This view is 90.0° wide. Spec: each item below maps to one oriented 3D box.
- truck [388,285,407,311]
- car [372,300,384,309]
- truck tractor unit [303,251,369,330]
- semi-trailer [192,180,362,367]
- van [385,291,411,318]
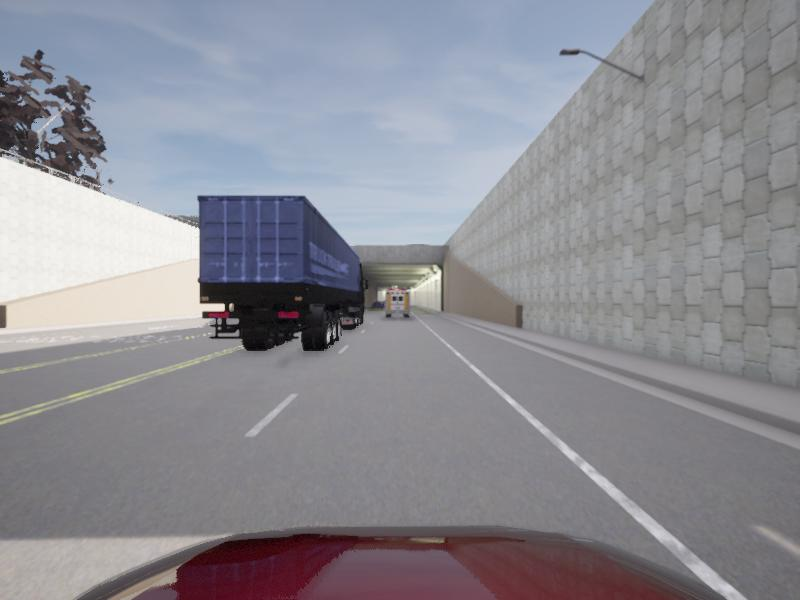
[{"bbox_3d":[-0.398,-0.308,62.747,2.891,3.827,8.468,0,0,0],"label":"truck"},{"bbox_3d":[-3.964,0.839,71.511,1.882,1.535,5.008,0,0,0],"label":"car"},{"bbox_3d":[-3.641,-0.509,24.467,3.053,4.208,6.516,0,0,0],"label":"truck tractor unit"},{"bbox_3d":[-3.580,-0.611,16.552,2.717,4.402,14.254,0,0,0],"label":"semi-trailer"},{"bbox_3d":[-0.237,0.387,39.212,2.351,2.431,6.366,0,0,0],"label":"van"}]
